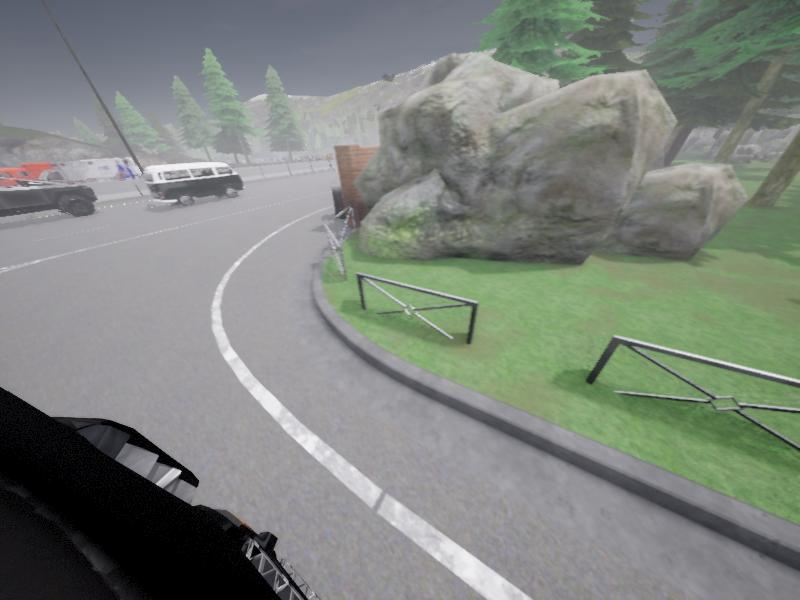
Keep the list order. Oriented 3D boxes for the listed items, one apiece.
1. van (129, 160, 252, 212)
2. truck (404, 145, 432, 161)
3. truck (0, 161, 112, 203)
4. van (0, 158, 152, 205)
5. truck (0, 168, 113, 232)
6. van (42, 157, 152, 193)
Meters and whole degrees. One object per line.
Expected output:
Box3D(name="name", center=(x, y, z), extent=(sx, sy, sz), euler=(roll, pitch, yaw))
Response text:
Box3D(name="van", center=(-11.852, -6.856, 13.574), extent=(2.069, 2.038, 4.480), euler=(16, 38, 25))
Box3D(name="truck", center=(3.293, -26.371, 41.436), extent=(2.390, 2.098, 6.274), euler=(16, 38, 26))
Box3D(name="truck", center=(-28.520, -9.800, 18.882), extent=(2.627, 2.467, 5.204), euler=(16, 37, 25))
Box3D(name="van", center=(-24.869, -9.569, 18.270), extent=(2.351, 2.431, 6.366), euler=(16, 38, 25))
Box3D(name="truck", center=(-18.222, -4.317, 10.228), extent=(2.390, 2.098, 6.274), euler=(16, 38, 25))
Box3D(name="van", center=(-29.697, -12.613, 23.079), extent=(1.988, 2.561, 5.915), euler=(16, 38, 25))
